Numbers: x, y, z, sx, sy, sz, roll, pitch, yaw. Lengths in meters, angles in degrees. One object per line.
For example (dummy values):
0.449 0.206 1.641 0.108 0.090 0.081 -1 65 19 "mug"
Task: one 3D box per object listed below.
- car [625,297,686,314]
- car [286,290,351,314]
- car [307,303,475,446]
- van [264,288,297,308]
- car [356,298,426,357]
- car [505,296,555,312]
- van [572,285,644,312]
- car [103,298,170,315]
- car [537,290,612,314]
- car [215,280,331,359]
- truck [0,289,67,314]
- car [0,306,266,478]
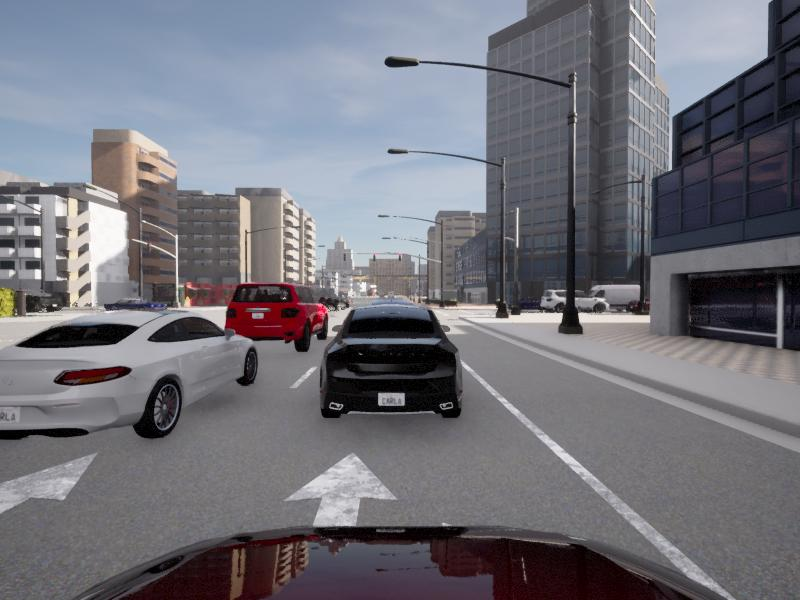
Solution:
22.343 0.440 35.044 4.193 1.474 1.816 0 1 -1 "car"
-7.541 0.126 37.137 5.566 2.045 2.150 0 2 -30 "car"
-0.149 0.835 6.827 1.837 1.490 4.892 0 0 -1 "car"
-15.145 -0.233 51.184 2.351 2.431 6.366 0 0 -1 "van"
-0.289 0.737 13.310 1.882 1.535 5.008 0 1 -1 "car"
12.427 0.376 38.379 4.193 1.474 1.816 0 1 -1 "car"
19.906 -0.155 38.479 5.915 2.561 1.988 0 1 -1 "van"
-22.265 0.534 33.891 4.718 1.301 1.895 0 1 10 "car"
15.173 0.151 34.941 5.566 2.045 2.150 0 1 -1 "car"
-3.796 0.479 13.206 2.150 2.045 5.566 0 1 -1 "car"
-32.688 0.119 34.216 6.274 2.098 2.390 0 1 -1 "truck"
-3.631 0.861 5.908 1.812 1.442 4.674 0 0 -1 "car"
